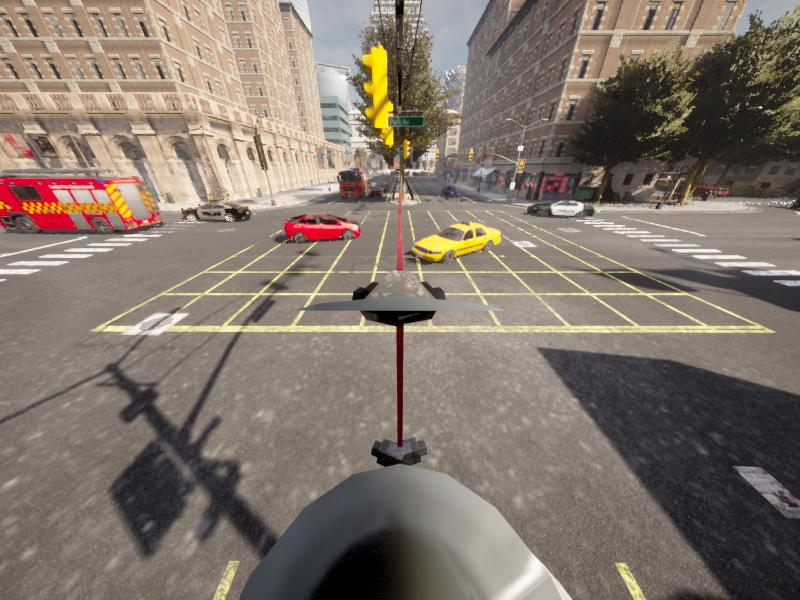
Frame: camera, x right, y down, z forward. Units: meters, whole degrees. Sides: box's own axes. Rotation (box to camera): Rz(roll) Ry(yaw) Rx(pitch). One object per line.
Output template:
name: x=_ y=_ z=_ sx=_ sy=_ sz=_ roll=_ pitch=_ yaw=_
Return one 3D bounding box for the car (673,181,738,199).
car: x=46.017 y=-16.804 z=35.065 sx=2.150 sy=2.045 sz=5.566 roll=0 pitch=30 yaw=0

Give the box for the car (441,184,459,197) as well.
car: x=7.908 y=-17.397 z=36.693 sx=1.812 sy=1.442 sz=4.674 roll=0 pitch=30 yaw=0

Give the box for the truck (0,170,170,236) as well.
truck: x=-22.173 y=-6.712 z=15.806 sx=8.468 sy=3.827 sz=2.891 roll=0 pitch=30 yaw=0

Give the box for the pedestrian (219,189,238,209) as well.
pedestrian: x=-17.730 y=-10.470 z=23.927 sx=0.751 sy=1.860 sz=0.751 roll=12 pitch=32 yaw=20

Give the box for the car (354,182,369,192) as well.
car: x=-7.055 y=-20.928 z=42.777 sx=1.970 sy=1.475 sz=3.806 roll=0 pitch=30 yaw=0

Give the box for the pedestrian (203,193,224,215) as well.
pedestrian: x=-17.547 y=-9.032 z=21.740 sx=0.751 sy=1.860 sz=0.751 roll=14 pitch=33 yaw=23

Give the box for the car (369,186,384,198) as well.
car: x=-3.577 y=-16.711 z=35.654 sx=1.895 sy=1.301 sz=4.718 roll=0 pitch=30 yaw=0

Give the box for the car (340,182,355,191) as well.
car: x=-10.295 y=-22.354 z=45.417 sx=1.895 sy=1.301 sz=4.718 roll=0 pitch=30 yaw=0

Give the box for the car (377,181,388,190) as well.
car: x=-3.540 y=-23.214 z=46.736 sx=1.970 sy=1.475 sz=3.806 roll=0 pitch=30 yaw=0

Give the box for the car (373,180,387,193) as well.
car: x=-3.558 y=-20.387 z=41.522 sx=2.097 sy=1.767 sz=4.553 roll=0 pitch=30 yaw=0

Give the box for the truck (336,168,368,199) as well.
truck: x=-7.080 y=-18.109 z=35.546 sx=2.891 sy=3.827 sz=8.468 roll=0 pitch=30 yaw=0

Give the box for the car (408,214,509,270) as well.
car: x=3.088 y=-3.183 z=11.939 sx=5.366 sy=1.575 sz=1.801 roll=-20 pitch=36 yaw=-31

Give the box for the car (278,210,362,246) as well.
car: x=-4.783 y=-4.598 z=14.444 sx=4.514 sy=1.525 sz=2.007 roll=-7 pitch=31 yaw=-12

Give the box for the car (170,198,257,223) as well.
car: x=-15.443 y=-7.524 z=19.395 sx=5.238 sy=1.638 sz=1.930 roll=0 pitch=30 yaw=0

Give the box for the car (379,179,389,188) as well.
car: x=-3.527 y=-26.265 z=51.891 sx=1.851 sy=1.617 sz=3.988 roll=0 pitch=30 yaw=0

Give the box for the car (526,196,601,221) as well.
car: x=14.520 y=-8.350 z=20.942 sx=4.974 sy=1.542 sz=2.038 roll=11 pitch=31 yaw=18

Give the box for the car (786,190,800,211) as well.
car: x=42.795 y=-10.010 z=23.452 sx=1.905 sy=1.878 sz=3.866 roll=18 pitch=35 yaw=28
